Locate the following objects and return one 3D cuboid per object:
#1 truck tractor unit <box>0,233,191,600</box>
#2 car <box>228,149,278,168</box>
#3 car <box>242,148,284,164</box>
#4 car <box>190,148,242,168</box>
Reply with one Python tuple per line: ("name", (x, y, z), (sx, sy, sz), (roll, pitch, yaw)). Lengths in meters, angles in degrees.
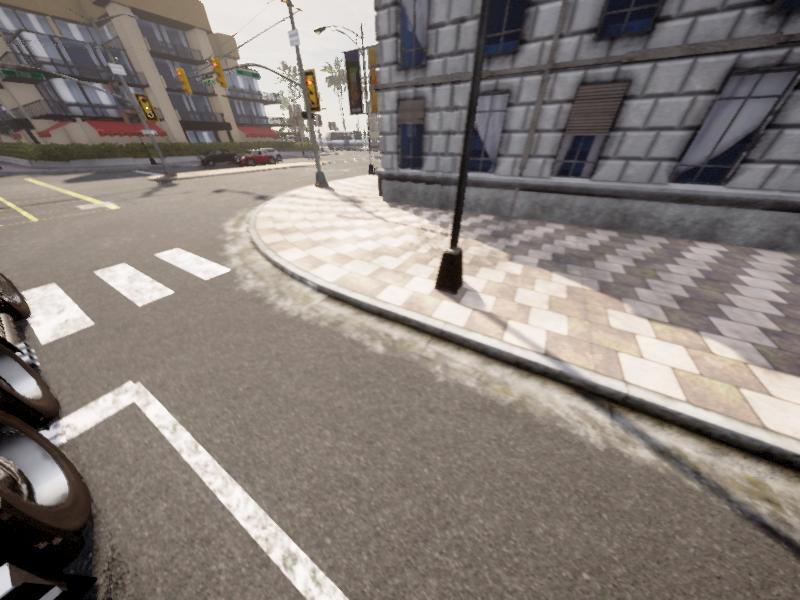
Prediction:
("truck tractor unit", (-5.055, -0.353, 0.856), (6.516, 4.208, 3.053), (20, 40, 27))
("car", (-15.728, -15.360, 24.942), (1.970, 1.475, 3.806), (18, 39, 24))
("car", (-17.010, -18.083, 28.869), (1.970, 1.475, 3.806), (18, 39, 25))
("car", (-19.726, -15.418, 24.991), (1.789, 1.549, 3.705), (18, 39, 24))
